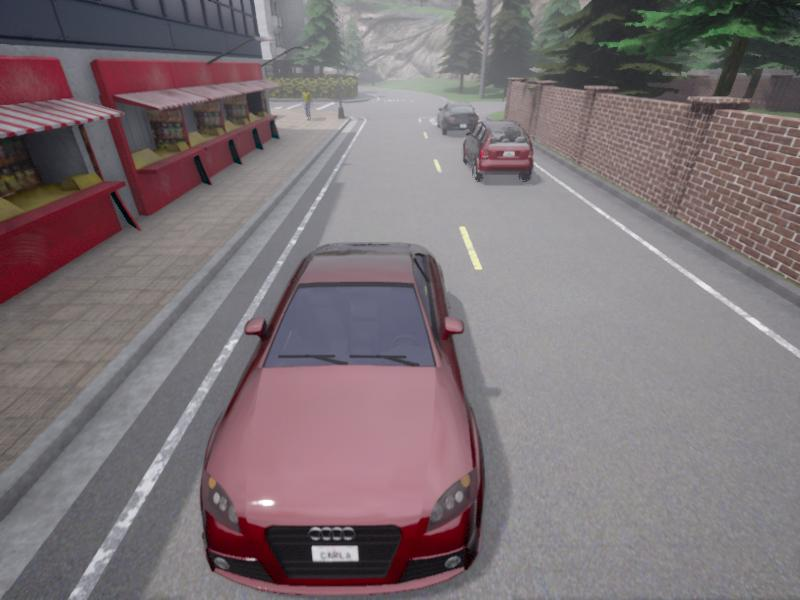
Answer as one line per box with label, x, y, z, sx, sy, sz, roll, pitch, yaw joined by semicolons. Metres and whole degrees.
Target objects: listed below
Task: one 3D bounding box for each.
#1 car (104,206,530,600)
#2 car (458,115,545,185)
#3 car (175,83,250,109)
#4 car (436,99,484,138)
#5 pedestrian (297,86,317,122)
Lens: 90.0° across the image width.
car;-0.399;0.365;4.029;1.994;1.385;4.181;0;30;0
car;3.082;-4.960;12.950;1.789;1.549;3.705;0;30;0
car;-14.622;-16.045;31.460;4.611;1.667;2.242;-1;30;-1
car;3.047;-9.687;21.156;1.812;1.442;4.674;0;30;0
pedestrian;-5.422;-11.475;23.432;0.751;1.860;0.751;4;31;7
